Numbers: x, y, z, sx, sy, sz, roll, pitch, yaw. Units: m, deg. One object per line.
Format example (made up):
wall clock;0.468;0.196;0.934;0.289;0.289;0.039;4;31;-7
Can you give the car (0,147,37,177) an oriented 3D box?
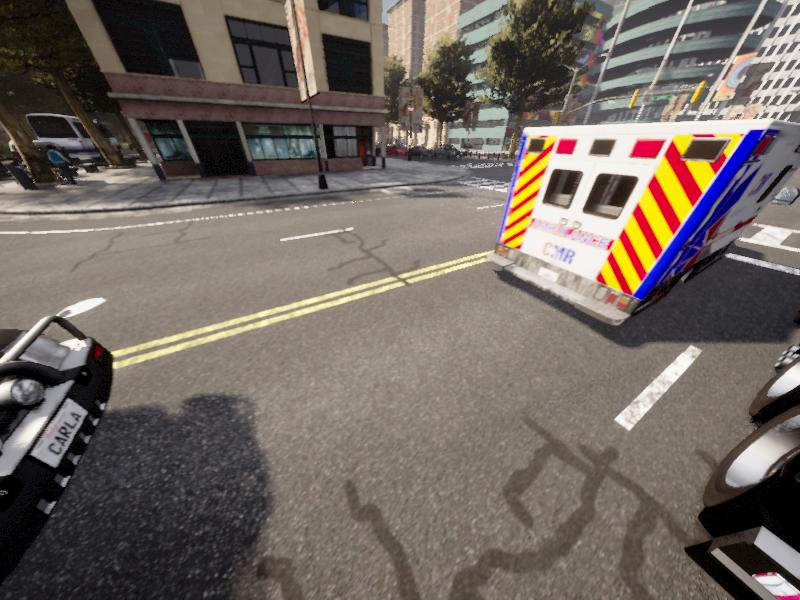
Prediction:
car;-29.309;-9.665;16.215;1.930;1.638;5.238;-18;39;-24

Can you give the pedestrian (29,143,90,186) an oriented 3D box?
pedestrian;-17.594;-7.026;12.015;0.751;1.860;0.751;-13;37;-18

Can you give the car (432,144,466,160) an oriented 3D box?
car;6.836;-21.136;32.941;2.242;1.667;4.611;-18;39;-24

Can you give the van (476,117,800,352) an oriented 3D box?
van;4.901;-1.786;4.478;6.366;2.431;2.351;-18;39;-24

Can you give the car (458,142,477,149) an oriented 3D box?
car;19.292;-44.217;66.180;2.161;1.482;4.786;-18;39;-24

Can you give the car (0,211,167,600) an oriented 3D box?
car;-4.144;1.315;0.444;4.605;1.855;1.932;-18;39;-23

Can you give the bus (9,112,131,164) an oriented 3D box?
bus;-37.813;-19.144;27.486;3.944;4.253;10.273;-18;39;-24

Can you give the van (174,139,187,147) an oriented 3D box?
van;-67.981;-48.724;71.699;1.775;1.987;4.442;-18;39;-24

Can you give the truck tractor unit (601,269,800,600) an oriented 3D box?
truck tractor unit;5.117;-0.295;0.769;6.516;4.208;3.053;-18;39;-24

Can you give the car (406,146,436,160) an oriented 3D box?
car;2.903;-21.012;32.931;1.812;1.442;4.674;-18;39;-24

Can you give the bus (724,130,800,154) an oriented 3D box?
bus;82.680;-35.949;52.532;3.944;4.253;10.273;6;35;8

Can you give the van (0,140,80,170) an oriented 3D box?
van;-32.922;-13.458;21.285;2.069;2.038;4.480;-18;39;-24

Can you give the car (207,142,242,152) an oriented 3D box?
car;-35.886;-31.405;47.436;5.366;1.575;1.801;-18;39;-25
